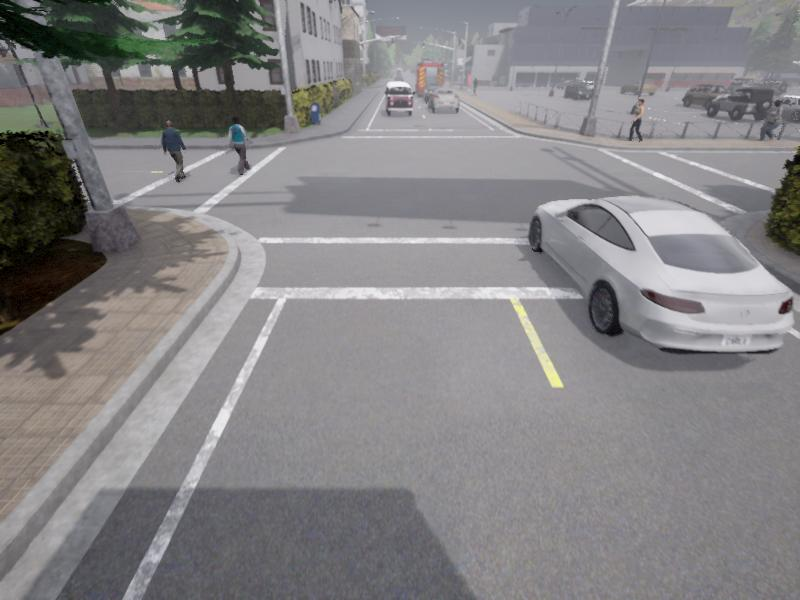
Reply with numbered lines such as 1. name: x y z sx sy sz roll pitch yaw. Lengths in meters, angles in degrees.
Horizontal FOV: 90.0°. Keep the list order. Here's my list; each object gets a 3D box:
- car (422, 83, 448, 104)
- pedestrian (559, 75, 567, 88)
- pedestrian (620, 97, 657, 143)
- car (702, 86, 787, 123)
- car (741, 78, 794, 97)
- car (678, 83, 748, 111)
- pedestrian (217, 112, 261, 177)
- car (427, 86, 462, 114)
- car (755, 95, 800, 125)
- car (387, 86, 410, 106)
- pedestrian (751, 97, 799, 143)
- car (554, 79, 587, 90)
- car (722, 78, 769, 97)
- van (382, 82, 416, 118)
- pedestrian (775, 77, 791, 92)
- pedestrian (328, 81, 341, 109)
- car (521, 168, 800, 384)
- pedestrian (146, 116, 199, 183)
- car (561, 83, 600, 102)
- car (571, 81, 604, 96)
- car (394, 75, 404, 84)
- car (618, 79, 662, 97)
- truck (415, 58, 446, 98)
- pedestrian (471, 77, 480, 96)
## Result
1. car: 3.396 -20.577 39.743 2.038 1.542 4.974 0 30 0
2. pedestrian: 27.582 -37.061 67.782 0.751 1.860 0.751 -2 30 -3
3. pedestrian: 10.957 -8.292 18.461 0.751 1.860 0.751 0 30 -1
4. car: 22.556 -12.978 26.426 1.905 1.878 3.866 0 30 0
5. car: 44.556 -25.902 48.723 1.932 1.855 4.605 0 30 0
6. car: 25.804 -16.929 33.249 1.932 1.855 4.605 0 30 0
7. pedestrian: -5.222 -5.058 13.050 0.751 1.860 0.751 3 30 5
8. car: 3.447 -15.946 31.727 2.152 1.651 5.027 0 30 -1
9. car: 25.883 -12.424 26.061 1.970 1.475 3.806 0 30 0
10. car: -0.107 -18.762 36.775 1.994 1.385 4.181 0 30 0
11. pedestrian: 17.344 -8.329 18.562 0.751 1.860 0.751 2 30 4
12. car: 27.083 -34.262 63.719 4.193 1.474 1.816 0 30 0
13. car: 41.653 -25.712 48.340 1.905 1.878 3.866 0 30 0
14. van: -0.125 -14.483 28.785 2.069 2.038 4.480 -2 30 -4
15. pedestrian: 54.702 -30.784 57.198 0.751 1.860 0.751 0 30 0
16. pedestrian: -5.002 -15.775 30.797 0.751 1.860 0.751 0 30 -1
17. car: 3.486 -0.831 6.099 1.812 1.442 4.674 0 29 0
18. pedestrian: -7.045 -4.693 12.493 0.751 1.860 0.751 0 30 0
19. car: 18.814 -21.806 41.954 2.007 1.523 4.514 0 30 0
20. car: 22.442 -25.418 48.029 1.970 1.475 3.806 0 30 0
21. car: -0.201 -43.541 79.062 1.837 1.490 4.892 0 30 0
22. car: 28.858 -25.648 48.305 2.152 1.636 5.027 0 30 0
23. truck: 3.387 -26.075 46.882 2.891 3.827 8.468 0 30 0
24. pedestrian: 8.341 -23.543 44.175 0.751 1.860 0.751 1 30 1
